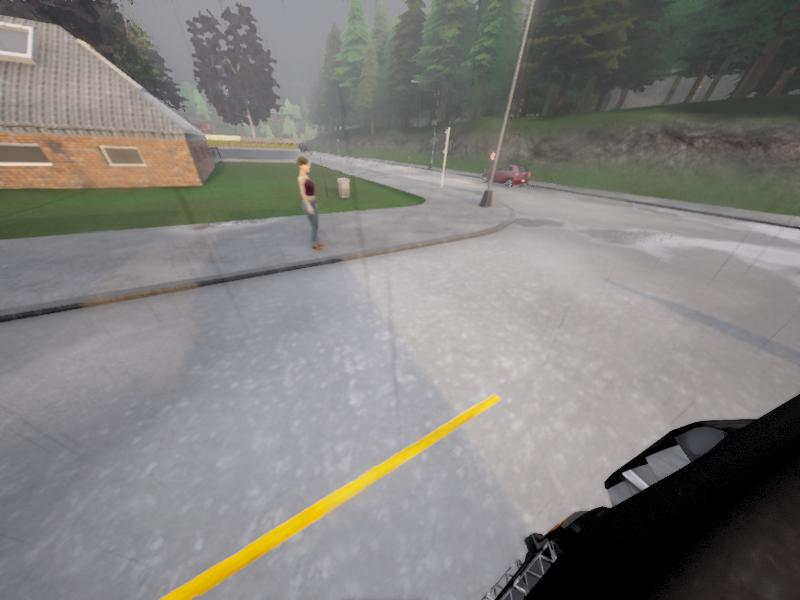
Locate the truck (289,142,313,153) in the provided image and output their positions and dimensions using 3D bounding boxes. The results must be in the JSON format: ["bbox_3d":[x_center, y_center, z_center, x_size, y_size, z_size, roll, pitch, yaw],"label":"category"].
[{"bbox_3d":[-25.984,-40.128,60.848,2.390,2.098,6.274,9,34,10],"label":"truck"}]

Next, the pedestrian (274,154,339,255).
[{"bbox_3d":[-1.883,-1.997,4.941,0.751,1.860,0.751,4,33,2],"label":"pedestrian"}]

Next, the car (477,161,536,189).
[{"bbox_3d":[8.189,-9.826,18.081,1.845,1.501,3.633,-14,37,-24],"label":"car"}]

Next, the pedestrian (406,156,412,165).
[{"bbox_3d":[1.310,-20.469,33.826,0.500,1.100,0.500,-16,38,-27],"label":"pedestrian"}]
